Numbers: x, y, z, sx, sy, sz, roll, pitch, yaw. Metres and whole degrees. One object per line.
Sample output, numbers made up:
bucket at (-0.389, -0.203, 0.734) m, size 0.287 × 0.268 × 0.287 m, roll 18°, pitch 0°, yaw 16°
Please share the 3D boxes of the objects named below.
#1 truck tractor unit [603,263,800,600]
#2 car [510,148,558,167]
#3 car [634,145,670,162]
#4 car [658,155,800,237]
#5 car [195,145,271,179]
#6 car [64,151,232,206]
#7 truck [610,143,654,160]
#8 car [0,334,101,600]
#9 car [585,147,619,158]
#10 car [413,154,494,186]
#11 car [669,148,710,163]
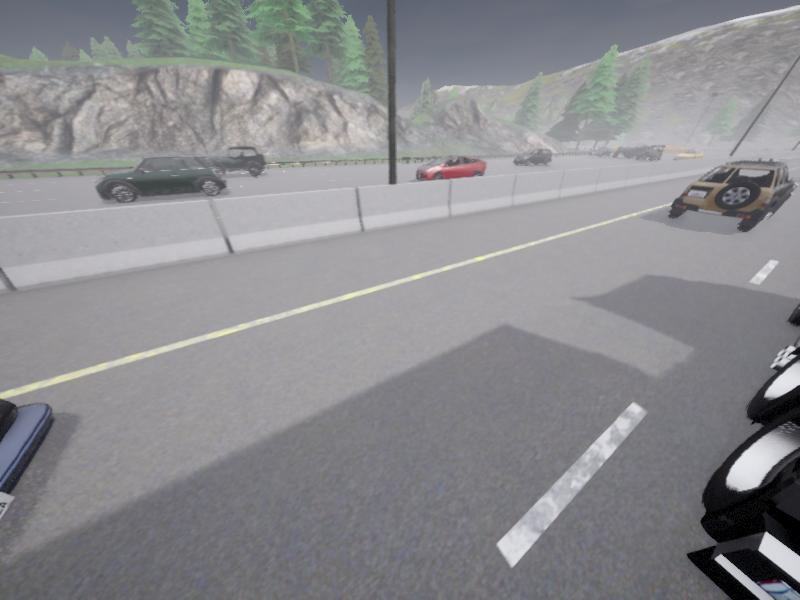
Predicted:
truck tractor unit at (5.108, -0.302, 0.796) m, size 6.516 × 4.208 × 3.053 m, roll -18°, pitch 39°, yaw -24°
car at (14.519, -15.518, 25.104) m, size 3.988 × 1.617 × 1.851 m, roll -10°, pitch 36°, yaw -15°
car at (35.579, -20.769, 32.631) m, size 3.866 × 1.878 × 1.905 m, roll -18°, pitch 39°, yaw -24°
car at (11.568, -3.733, 7.868) m, size 4.605 × 1.855 × 1.932 m, roll -18°, pitch 39°, yaw -25°
car at (-11.781, -9.992, 16.627) m, size 3.866 × 1.878 × 1.905 m, roll -18°, pitch 39°, yaw -25°
car at (-10.696, -5.690, 10.531) m, size 4.553 × 1.767 × 2.097 m, roll -18°, pitch 39°, yaw -25°
truck at (36.384, -23.420, 36.277) m, size 6.274 × 2.098 × 2.390 m, roll -18°, pitch 39°, yaw -24°
car at (-4.881, 1.809, 0.143) m, size 5.357 × 1.411 × 2.033 m, roll -18°, pitch 39°, yaw -24°
car at (33.559, -24.567, 38.414) m, size 4.902 × 1.511 × 2.128 m, roll -18°, pitch 39°, yaw -24°
car at (3.325, -8.405, 14.819) m, size 4.514 × 1.525 × 2.007 m, roll -12°, pitch 37°, yaw -17°
car at (38.738, -19.360, 30.911) m, size 5.366 × 1.575 × 1.801 m, roll -18°, pitch 39°, yaw -24°
